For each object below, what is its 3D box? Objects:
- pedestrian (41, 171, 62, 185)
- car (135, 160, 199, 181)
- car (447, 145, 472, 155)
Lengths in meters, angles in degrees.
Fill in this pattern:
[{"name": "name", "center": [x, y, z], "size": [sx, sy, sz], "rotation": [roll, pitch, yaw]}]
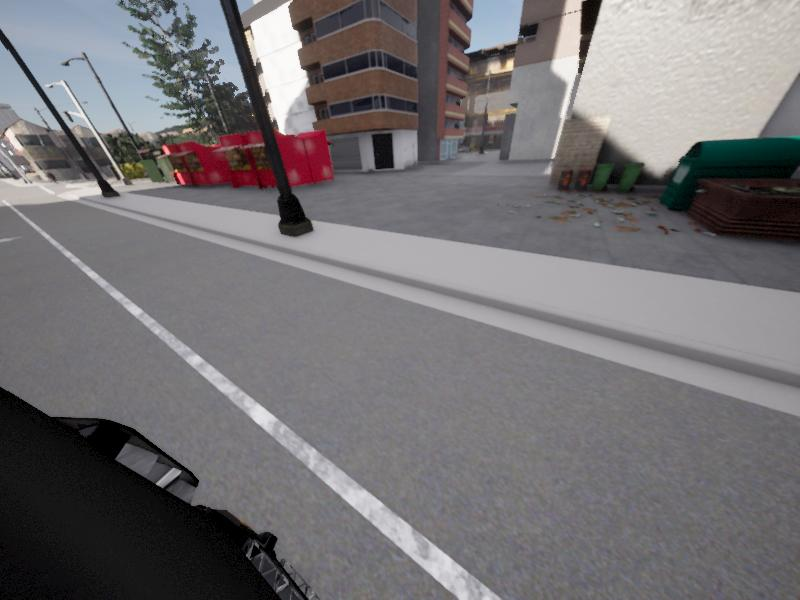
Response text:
[{"name": "pedestrian", "center": [-52.574, -18.432, 34.862], "size": [0.751, 1.860, 0.751], "rotation": [7, 35, 16]}, {"name": "car", "center": [-32.185, -18.123, 32.210], "size": [2.150, 2.045, 5.566], "rotation": [16, 38, 28]}, {"name": "car", "center": [13.243, -33.322, 51.359], "size": [4.902, 1.511, 2.128], "rotation": [16, 38, 28]}]
